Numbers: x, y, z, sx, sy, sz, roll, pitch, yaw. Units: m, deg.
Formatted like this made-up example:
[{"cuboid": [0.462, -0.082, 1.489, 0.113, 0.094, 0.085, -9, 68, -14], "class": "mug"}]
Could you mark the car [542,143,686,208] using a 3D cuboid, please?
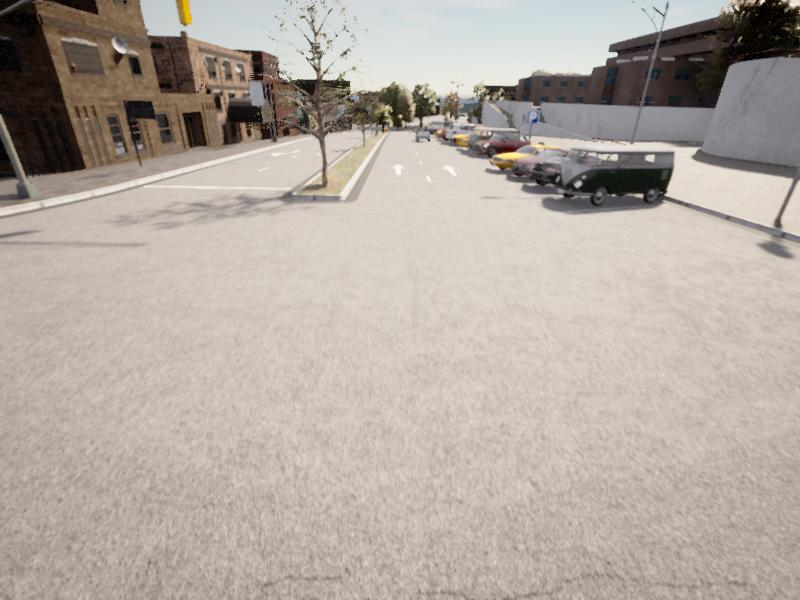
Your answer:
[{"cuboid": [7.912, -4.731, 14.963, 4.442, 1.987, 1.878, -7, 27, -19], "class": "car"}]

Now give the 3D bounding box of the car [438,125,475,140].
[{"cuboid": [7.847, -23.345, 55.625, 4.553, 1.767, 2.185, -7, 26, -19], "class": "car"}]

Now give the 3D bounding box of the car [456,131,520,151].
[{"cuboid": [8.081, -14.585, 36.782, 5.366, 1.575, 1.946, -7, 26, -19], "class": "car"}]

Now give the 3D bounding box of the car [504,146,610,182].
[{"cuboid": [7.989, -7.009, 20.519, 4.674, 1.452, 2.002, -7, 27, -19], "class": "car"}]

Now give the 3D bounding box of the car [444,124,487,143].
[{"cuboid": [7.754, -19.734, 47.401, 4.442, 1.987, 1.878, -7, 26, -19], "class": "car"}]

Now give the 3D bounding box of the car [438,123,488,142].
[{"cuboid": [7.823, -21.000, 50.124, 5.566, 2.045, 2.435, -7, 26, -19], "class": "car"}]

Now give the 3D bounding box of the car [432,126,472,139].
[{"cuboid": [7.627, -24.424, 58.314, 5.366, 1.575, 1.946, -7, 26, -19], "class": "car"}]

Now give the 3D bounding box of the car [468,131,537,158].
[{"cuboid": [7.969, -12.171, 31.269, 4.553, 1.767, 2.185, -7, 27, -19], "class": "car"}]

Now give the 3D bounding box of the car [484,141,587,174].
[{"cuboid": [7.802, -8.277, 23.142, 5.366, 1.575, 1.946, -7, 27, -19], "class": "car"}]

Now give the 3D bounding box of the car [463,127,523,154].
[{"cuboid": [7.821, -13.496, 33.879, 4.442, 1.987, 1.878, -7, 27, -19], "class": "car"}]

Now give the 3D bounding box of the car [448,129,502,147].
[{"cuboid": [7.886, -17.058, 42.122, 5.008, 1.535, 2.097, -7, 27, -19], "class": "car"}]

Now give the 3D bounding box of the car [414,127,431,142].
[{"cuboid": [2.778, -20.434, 49.263, 1.845, 1.501, 3.633, 1, 24, -1], "class": "car"}]

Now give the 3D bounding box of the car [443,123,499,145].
[{"cuboid": [7.900, -18.538, 44.735, 5.566, 2.045, 2.435, -7, 26, -19], "class": "car"}]

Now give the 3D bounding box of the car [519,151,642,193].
[{"cuboid": [7.995, -5.759, 17.821, 4.674, 1.452, 2.002, -7, 26, -19], "class": "car"}]
